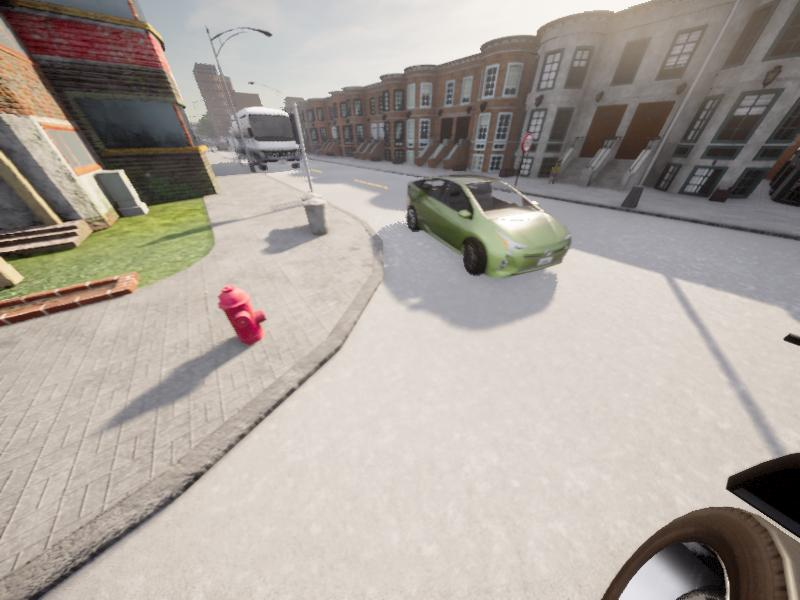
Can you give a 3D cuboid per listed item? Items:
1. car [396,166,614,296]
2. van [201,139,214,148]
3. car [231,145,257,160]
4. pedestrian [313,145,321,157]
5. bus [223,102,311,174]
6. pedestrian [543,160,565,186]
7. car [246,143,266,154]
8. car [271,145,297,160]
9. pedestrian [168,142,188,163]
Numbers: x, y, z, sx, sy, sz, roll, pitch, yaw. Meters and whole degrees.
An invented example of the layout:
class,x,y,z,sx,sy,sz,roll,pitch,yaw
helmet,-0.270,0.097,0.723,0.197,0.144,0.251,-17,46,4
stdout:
class,x,y,z,sx,sy,sz,roll,pitch,yaw
car,1.681,-2.119,5.585,2.007,1.525,4.514,-14,37,-18
van,-64.247,-52.360,77.090,2.351,2.431,6.366,-24,42,-30
car,-20.695,-19.606,30.638,1.837,1.490,4.892,-24,41,-30
pedestrian,-11.624,-20.799,32.202,0.751,1.300,0.751,-12,37,-16
bus,-12.385,-14.628,21.103,3.944,4.253,10.273,-24,42,-30
pedestrian,8.044,-6.649,12.113,0.500,1.100,0.500,-23,41,-29
car,-26.290,-27.618,41.989,1.801,1.575,5.366,-24,41,-30
car,-15.002,-19.151,29.911,1.845,1.501,3.633,-24,41,-30
pedestrian,-23.817,-15.852,24.798,0.751,1.860,0.751,26,43,32
